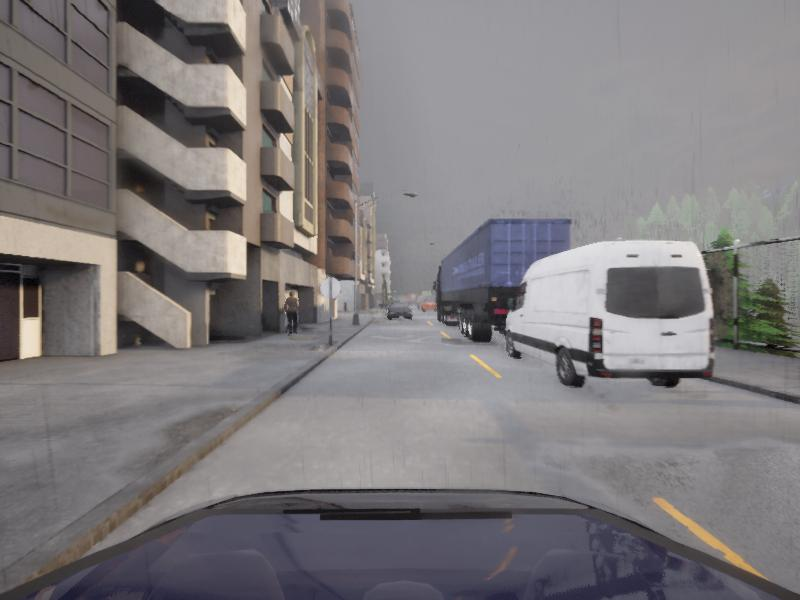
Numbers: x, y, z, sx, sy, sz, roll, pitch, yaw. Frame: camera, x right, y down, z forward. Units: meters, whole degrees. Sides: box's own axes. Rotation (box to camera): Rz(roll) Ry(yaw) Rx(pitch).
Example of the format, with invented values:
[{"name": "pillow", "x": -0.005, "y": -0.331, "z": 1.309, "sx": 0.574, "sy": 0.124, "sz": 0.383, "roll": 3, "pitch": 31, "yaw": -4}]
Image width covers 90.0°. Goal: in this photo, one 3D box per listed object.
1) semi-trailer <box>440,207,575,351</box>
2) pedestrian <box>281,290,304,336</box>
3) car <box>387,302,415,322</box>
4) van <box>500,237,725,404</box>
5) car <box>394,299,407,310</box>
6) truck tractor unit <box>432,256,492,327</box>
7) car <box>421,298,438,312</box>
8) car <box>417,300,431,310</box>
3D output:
[{"name": "semi-trailer", "x": 4.007, "y": -0.624, "z": 19.364, "sx": 2.717, "sy": 4.402, "sz": 14.254, "roll": 0, "pitch": 0, "yaw": 0}, {"name": "pedestrian", "x": -4.471, "y": 0.528, "z": 16.634, "sx": 0.751, "sy": 1.860, "sz": 0.751, "roll": 0, "pitch": 0, "yaw": 1}, {"name": "car", "x": -0.015, "y": 0.884, "z": 32.041, "sx": 2.033, "sy": 1.411, "sz": 5.357, "roll": 0, "pitch": 0, "yaw": -3}, {"name": "van", "x": 4.004, "y": 0.319, "z": 9.109, "sx": 1.988, "sy": 2.561, "sz": 5.915, "roll": 0, "pitch": 0, "yaw": 0}, {"name": "car", "x": 0.016, "y": 0.674, "z": 66.895, "sx": 2.097, "sy": 1.767, "sz": 4.553, "roll": 0, "pitch": 0, "yaw": 0}, {"name": "truck tractor unit", "x": 4.005, "y": -0.528, "z": 27.279, "sx": 3.053, "sy": 4.208, "sz": 6.516, "roll": 0, "pitch": 0, "yaw": 0}, {"name": "car", "x": 4.018, "y": 0.678, "z": 55.096, "sx": 2.097, "sy": 1.767, "sz": 4.553, "roll": 0, "pitch": 0, "yaw": 0}, {"name": "car", "x": 4.020, "y": 0.760, "z": 67.471, "sx": 2.152, "sy": 1.651, "sz": 5.027, "roll": 0, "pitch": 0, "yaw": 0}]
